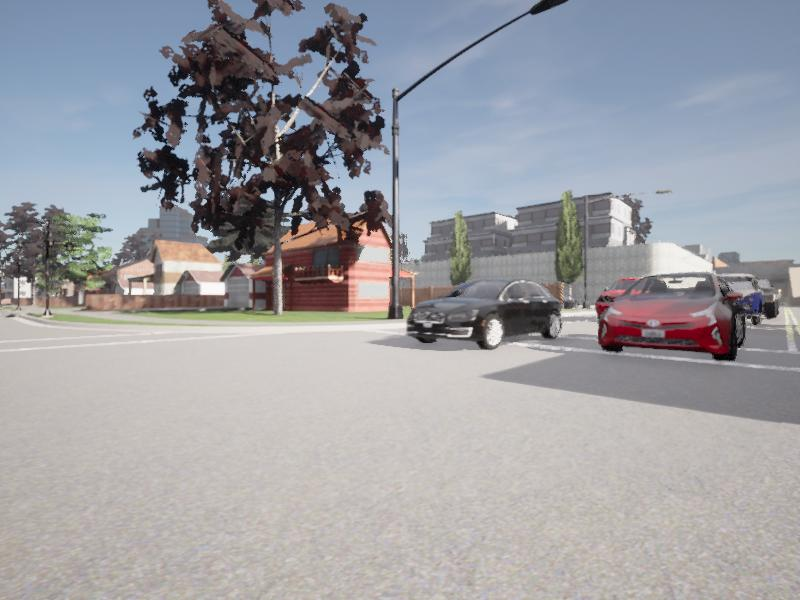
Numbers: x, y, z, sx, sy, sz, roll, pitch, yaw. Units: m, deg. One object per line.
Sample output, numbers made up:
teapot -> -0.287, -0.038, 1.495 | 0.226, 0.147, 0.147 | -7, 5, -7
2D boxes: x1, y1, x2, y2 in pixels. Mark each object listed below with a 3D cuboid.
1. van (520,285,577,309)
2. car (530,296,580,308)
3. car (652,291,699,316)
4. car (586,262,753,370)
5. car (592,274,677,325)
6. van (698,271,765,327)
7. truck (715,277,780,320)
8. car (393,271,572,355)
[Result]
van -> 17.087, -0.311, 46.215 | 5.915, 2.561, 1.988 | 0, 0, 43
car -> 18.993, 0.258, 49.236 | 5.357, 1.411, 2.033 | 0, 0, 43
car -> 17.867, 0.223, 25.883 | 1.970, 1.475, 3.806 | 0, 0, 43
car -> 5.550, 0.221, 7.941 | 2.007, 1.525, 4.514 | 0, 0, 44
car -> 11.135, -0.052, 18.767 | 2.150, 2.045, 5.566 | 0, 0, 44
van -> 13.648, -0.022, 16.372 | 1.775, 1.987, 4.442 | 0, 0, 44
truck -> 19.758, -0.090, 22.600 | 2.390, 2.098, 6.274 | 0, 0, 45
car -> 2.221, 0.243, 9.527 | 1.837, 1.490, 4.892 | 0, 0, 44
